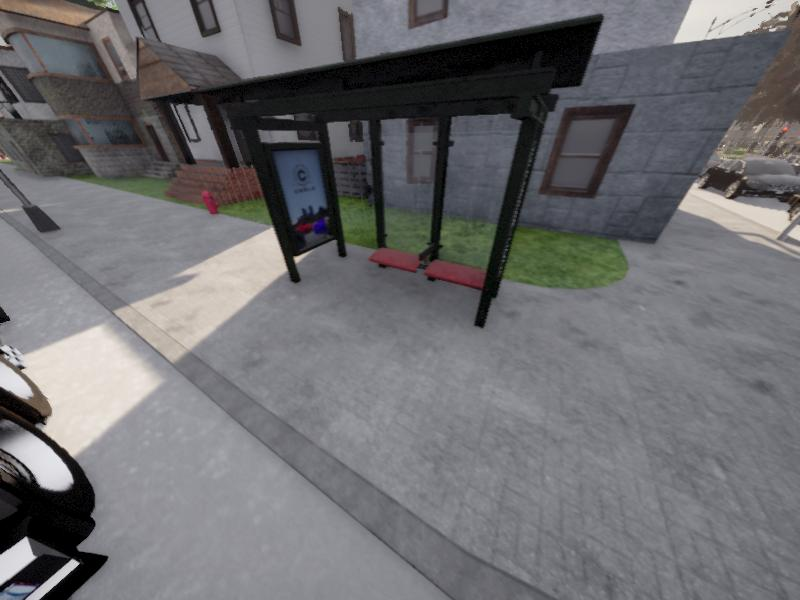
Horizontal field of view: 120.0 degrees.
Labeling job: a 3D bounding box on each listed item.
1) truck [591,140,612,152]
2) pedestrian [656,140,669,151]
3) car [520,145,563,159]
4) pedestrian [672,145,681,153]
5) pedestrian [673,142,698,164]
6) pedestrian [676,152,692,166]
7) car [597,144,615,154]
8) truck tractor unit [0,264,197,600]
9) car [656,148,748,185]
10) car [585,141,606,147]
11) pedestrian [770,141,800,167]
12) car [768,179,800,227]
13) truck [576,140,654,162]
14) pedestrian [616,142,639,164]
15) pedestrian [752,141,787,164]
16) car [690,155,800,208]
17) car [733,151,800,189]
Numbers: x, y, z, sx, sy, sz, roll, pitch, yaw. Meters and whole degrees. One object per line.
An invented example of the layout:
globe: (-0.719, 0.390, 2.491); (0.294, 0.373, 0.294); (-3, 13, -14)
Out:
truck: (45.291, -34.707, 52.004); (2.390, 2.098, 6.274); (18, 39, 24)
pedestrian: (50.145, -29.546, 44.150); (0.751, 1.860, 0.751); (23, 41, 30)
car: (19.868, -20.936, 32.580); (4.902, 1.511, 2.128); (18, 39, 24)
pedestrian: (47.035, -25.713, 39.335); (0.500, 1.100, 0.500); (19, 39, 26)
pedestrian: (29.370, -15.143, 23.826); (0.751, 1.860, 0.751); (18, 39, 24)
pedestrian: (27.478, -13.660, 22.376); (0.500, 1.100, 0.500); (25, 42, 31)
car: (41.006, -30.171, 46.101); (1.812, 1.442, 4.674); (18, 39, 24)
truck tractor unit: (-5.112, -0.300, 0.781); (6.516, 4.208, 3.053); (18, 39, 24)
car: (19.540, -9.014, 15.352); (2.033, 1.649, 4.856); (18, 39, 25)
car: (64.025, -51.127, 75.703); (2.097, 1.767, 4.553); (-9, 36, -12)
pedestrian: (33.654, -12.617, 19.976); (0.751, 1.860, 0.751); (19, 39, 25)
car: (12.700, -2.336, 5.602); (1.932, 1.855, 4.605); (18, 39, 24)
truck: (25.906, -18.238, 28.136); (2.390, 2.098, 6.274); (-27, 43, -33)
pedestrian: (22.887, -14.823, 23.295); (0.751, 1.860, 0.751); (4, 35, 7)
pedestrian: (35.025, -13.998, 21.948); (0.751, 1.860, 0.751); (18, 39, 24)
car: (16.181, -5.666, 10.691); (1.837, 1.490, 4.892); (18, 39, 24)
car: (23.074, -7.700, 13.537); (2.128, 1.511, 4.902); (16, 38, 22)
